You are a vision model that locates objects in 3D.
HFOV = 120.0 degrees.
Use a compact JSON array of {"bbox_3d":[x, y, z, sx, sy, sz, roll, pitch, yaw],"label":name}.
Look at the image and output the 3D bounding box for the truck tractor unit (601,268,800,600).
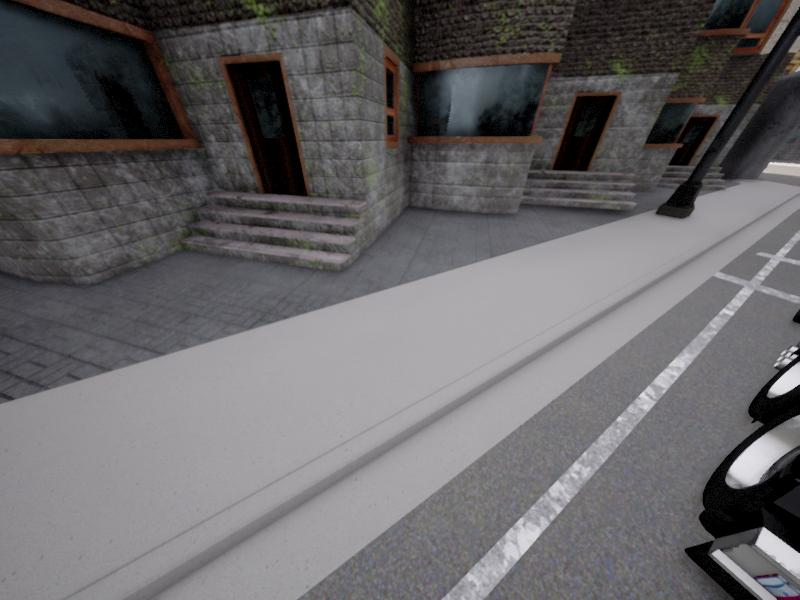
[{"bbox_3d":[5.118,-0.293,0.776,6.516,4.208,3.053,-18,39,-24],"label":"truck tractor unit"}]
